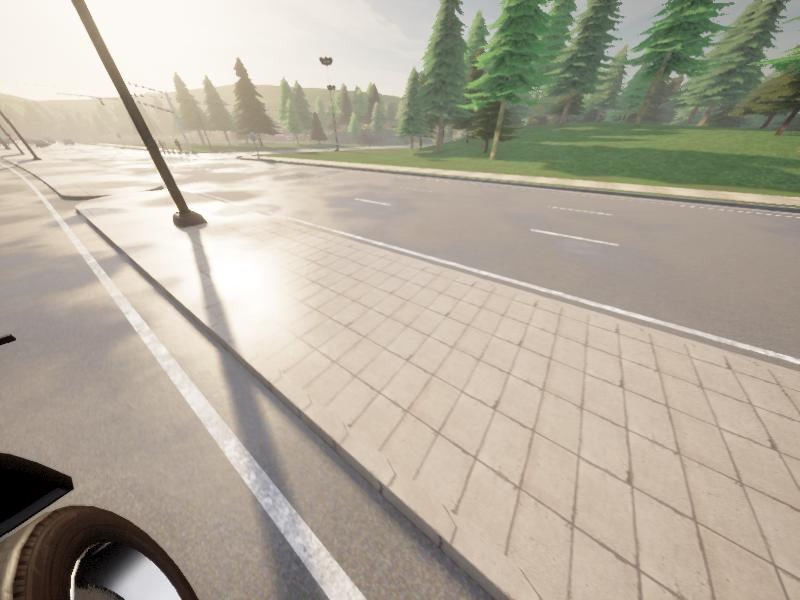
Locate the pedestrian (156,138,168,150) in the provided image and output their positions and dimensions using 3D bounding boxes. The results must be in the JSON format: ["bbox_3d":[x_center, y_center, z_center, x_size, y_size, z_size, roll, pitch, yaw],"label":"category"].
[{"bbox_3d":[-43.853,-28.821,42.613,0.751,1.860,0.751,23,41,29],"label":"pedestrian"}]

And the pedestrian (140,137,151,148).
[{"bbox_3d":[-52.831,-32.628,47.955,0.751,1.860,0.751,23,41,29],"label":"pedestrian"}]

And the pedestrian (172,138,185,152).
[{"bbox_3d":[-36.812,-25.833,38.420,0.751,1.860,0.751,23,41,29],"label":"pedestrian"}]
